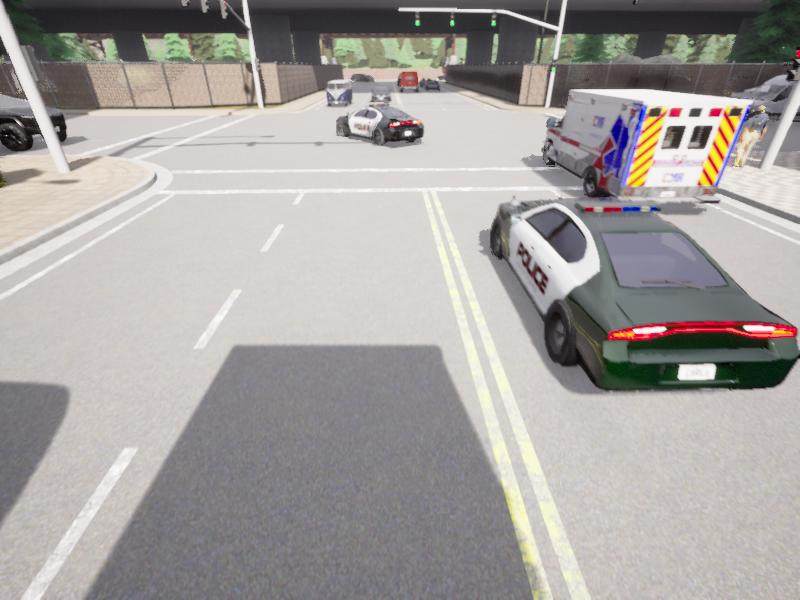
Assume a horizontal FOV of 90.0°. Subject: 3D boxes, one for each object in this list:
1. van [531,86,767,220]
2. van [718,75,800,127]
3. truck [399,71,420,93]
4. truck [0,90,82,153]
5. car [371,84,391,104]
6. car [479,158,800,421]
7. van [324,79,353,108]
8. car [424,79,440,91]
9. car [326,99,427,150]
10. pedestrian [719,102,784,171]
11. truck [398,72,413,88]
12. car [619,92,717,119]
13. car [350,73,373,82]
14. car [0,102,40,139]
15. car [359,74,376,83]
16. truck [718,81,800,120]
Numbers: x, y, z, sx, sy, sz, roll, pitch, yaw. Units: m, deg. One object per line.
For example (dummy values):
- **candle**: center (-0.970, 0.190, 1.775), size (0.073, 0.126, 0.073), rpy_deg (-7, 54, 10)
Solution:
- **van**: center (6.039, -4.494, 11.276), size (2.351, 2.431, 6.366), rpy_deg (-1, 31, -1)
- **van**: center (22.558, -11.562, 23.154), size (5.915, 2.561, 1.988), rpy_deg (-1, 30, -1)
- **truck**: center (1.221, -29.724, 54.397), size (2.627, 2.467, 5.204), rpy_deg (-1, 30, -1)
- **truck**: center (-17.414, -7.348, 16.384), size (6.274, 2.098, 2.390), rpy_deg (-1, 30, -1)
- **car**: center (-1.820, -20.049, 38.868), size (1.812, 1.442, 4.674), rpy_deg (-1, 30, -1)
- **car**: center (2.711, -0.732, 5.738), size (2.038, 1.542, 4.974), rpy_deg (-1, 30, -1)
- **van**: center (-5.299, -18.111, 35.016), size (1.775, 1.987, 4.442), rpy_deg (1, 30, 1)
- **car**: center (4.617, -31.277, 58.124), size (1.994, 1.385, 4.181), rpy_deg (-1, 30, -1)
- **car**: center (-1.189, -8.236, 18.528), size (2.038, 1.542, 4.974), rpy_deg (-22, 37, -32)
- **pedestrian**: center (10.911, -5.103, 12.492), size (0.751, 1.860, 0.751), rpy_deg (9, 32, 16)
- **truck**: center (0.854, -36.594, 66.512), size (2.390, 2.098, 6.274), rpy_deg (-1, 30, -1)
- **car**: center (17.510, -12.826, 26.351), size (4.892, 1.490, 1.837), rpy_deg (0, 30, 0)
- **car**: center (-8.547, -49.855, 89.649), size (4.856, 1.649, 2.033), rpy_deg (0, 30, 0)
- **car**: center (-21.370, -8.760, 19.499), size (5.357, 1.411, 2.033), rpy_deg (-1, 30, -1)
- **car**: center (-6.905, -47.001, 84.767), size (2.033, 1.649, 4.856), rpy_deg (-13, 33, -21)
- **truck**: center (25.278, -13.171, 26.340), size (6.274, 2.098, 2.390), rpy_deg (-1, 30, -1)
